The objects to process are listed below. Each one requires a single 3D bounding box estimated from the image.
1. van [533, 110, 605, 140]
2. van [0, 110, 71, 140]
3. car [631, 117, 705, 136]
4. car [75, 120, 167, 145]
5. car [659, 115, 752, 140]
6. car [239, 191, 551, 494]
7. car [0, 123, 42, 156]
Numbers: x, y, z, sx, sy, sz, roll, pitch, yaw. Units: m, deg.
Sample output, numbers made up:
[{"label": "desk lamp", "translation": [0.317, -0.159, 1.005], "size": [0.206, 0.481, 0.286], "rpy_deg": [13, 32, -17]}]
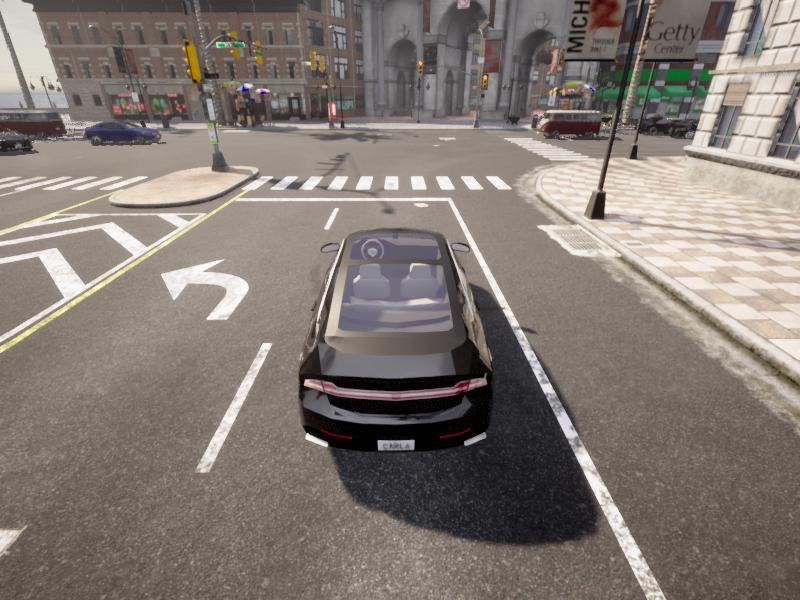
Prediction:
[{"label": "van", "translation": [12.773, -13.341, 30.432], "size": [4.442, 1.987, 1.775], "rpy_deg": [0, 27, 0]}, {"label": "van", "translation": [-28.261, -13.309, 30.373], "size": [4.442, 1.987, 1.775], "rpy_deg": [0, 27, 0]}, {"label": "car", "translation": [22.497, -14.634, 33.704], "size": [4.718, 1.301, 1.895], "rpy_deg": [0, 27, 1]}, {"label": "car", "translation": [-18.982, -11.478, 27.398], "size": [4.674, 1.442, 1.812], "rpy_deg": [0, 27, 0]}, {"label": "car", "translation": [23.168, -13.188, 30.508], "size": [5.238, 1.638, 1.930], "rpy_deg": [0, 27, 0]}, {"label": "car", "translation": [-0.056, -0.145, 5.248], "size": [2.128, 1.511, 4.902], "rpy_deg": [0, 27, -1]}, {"label": "car", "translation": [-23.671, -9.314, 23.092], "size": [4.514, 1.525, 2.007], "rpy_deg": [8, 28, 16]}]
